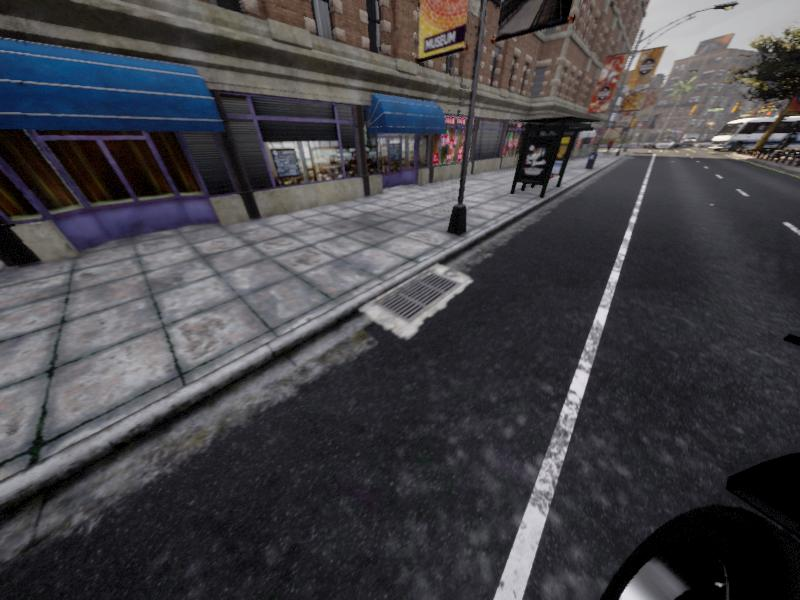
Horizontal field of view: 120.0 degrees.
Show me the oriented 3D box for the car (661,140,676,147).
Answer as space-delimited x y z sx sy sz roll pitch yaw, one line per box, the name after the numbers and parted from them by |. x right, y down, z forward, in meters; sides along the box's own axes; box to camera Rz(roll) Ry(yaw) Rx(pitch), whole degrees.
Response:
67.996 -39.755 58.557 2.033 1.411 5.357 27 43 34 | car

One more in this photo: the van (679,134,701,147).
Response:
70.875 -39.065 56.567 2.351 2.431 6.366 27 43 34 | van

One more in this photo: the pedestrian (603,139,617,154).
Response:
31.094 -22.748 34.203 0.751 1.860 0.751 28 44 35 | pedestrian

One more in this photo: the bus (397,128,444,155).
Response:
4.383 -32.898 47.862 3.944 4.253 10.273 27 43 34 | bus

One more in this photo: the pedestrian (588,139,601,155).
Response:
27.282 -21.430 32.398 0.751 1.860 0.751 26 43 34 | pedestrian

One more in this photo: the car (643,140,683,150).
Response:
51.516 -30.430 45.374 4.974 1.542 2.038 27 43 34 | car

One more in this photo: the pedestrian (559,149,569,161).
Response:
18.342 -16.263 25.824 0.500 1.100 0.500 25 42 32 | pedestrian

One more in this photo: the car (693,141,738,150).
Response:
59.219 -29.140 43.498 4.718 1.301 1.895 27 43 34 | car

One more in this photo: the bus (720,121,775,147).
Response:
75.846 -36.349 50.885 3.944 4.253 10.273 27 43 34 | bus

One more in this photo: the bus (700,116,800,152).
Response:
55.147 -25.118 35.172 10.273 4.253 3.944 6 34 10 | bus
